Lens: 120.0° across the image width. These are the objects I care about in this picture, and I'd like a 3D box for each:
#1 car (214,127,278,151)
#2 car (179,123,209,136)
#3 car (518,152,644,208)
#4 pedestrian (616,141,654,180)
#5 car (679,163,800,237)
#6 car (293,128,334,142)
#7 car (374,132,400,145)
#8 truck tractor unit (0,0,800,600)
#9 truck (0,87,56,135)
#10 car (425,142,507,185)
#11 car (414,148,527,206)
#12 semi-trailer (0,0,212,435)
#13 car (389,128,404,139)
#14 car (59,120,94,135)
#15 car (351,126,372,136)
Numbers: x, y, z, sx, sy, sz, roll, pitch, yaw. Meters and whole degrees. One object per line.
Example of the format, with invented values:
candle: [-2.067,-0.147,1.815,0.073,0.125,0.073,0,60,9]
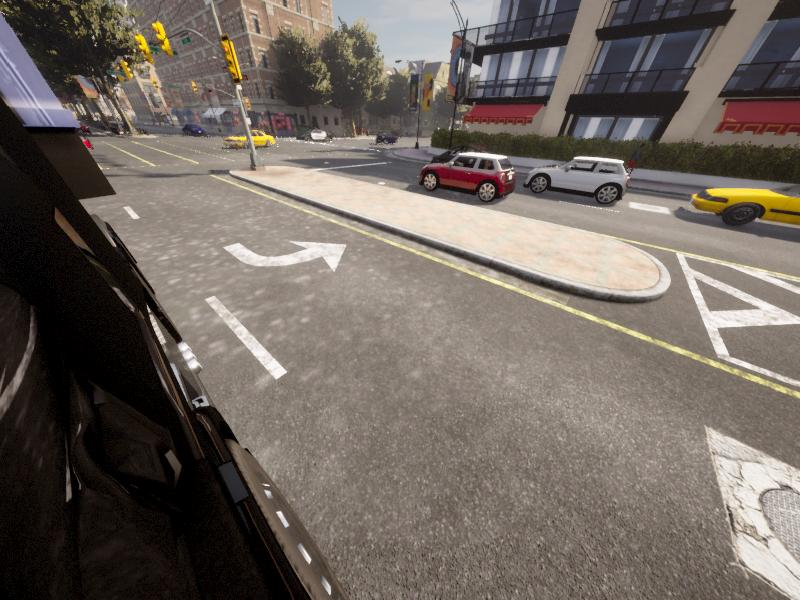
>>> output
car: [-14.197,-15.283,21.847,1.801,1.575,5.366,9,37,8]
car: [-31.054,-25.652,34.749,4.674,1.442,1.812,27,43,29]
car: [7.679,-5.387,10.092,3.806,1.475,1.970,28,44,30]
pedestrian: [13.717,-8.148,13.546,0.751,1.860,0.751,27,43,29]
car: [12.687,-2.810,6.878,5.366,1.575,1.801,28,43,29]
car: [-12.336,-23.662,33.199,4.974,1.542,2.038,-27,45,-33]
car: [-1.853,-23.849,34.112,1.845,1.501,3.633,27,43,29]
truck tractor unit: [-2.645,-0.295,0.351,6.516,4.208,3.053,28,44,30]
truck: [-42.461,-20.962,25.777,8.468,3.827,2.891,28,43,29]
car: [3.489,-7.613,12.738,3.705,1.549,1.789,28,43,29]
car: [2.758,-5.249,9.597,3.806,1.475,1.970,28,43,29]
semi-trailer: [-9.457,-2.940,3.286,14.254,4.402,2.717,19,40,20]
car: [-0.833,-38.279,53.153,1.905,1.878,3.866,-16,41,-24]
car: [-39.824,-21.264,28.458,4.718,1.301,1.895,28,43,29]
car: [-10.090,-44.484,60.734,5.566,2.045,2.150,27,43,30]
